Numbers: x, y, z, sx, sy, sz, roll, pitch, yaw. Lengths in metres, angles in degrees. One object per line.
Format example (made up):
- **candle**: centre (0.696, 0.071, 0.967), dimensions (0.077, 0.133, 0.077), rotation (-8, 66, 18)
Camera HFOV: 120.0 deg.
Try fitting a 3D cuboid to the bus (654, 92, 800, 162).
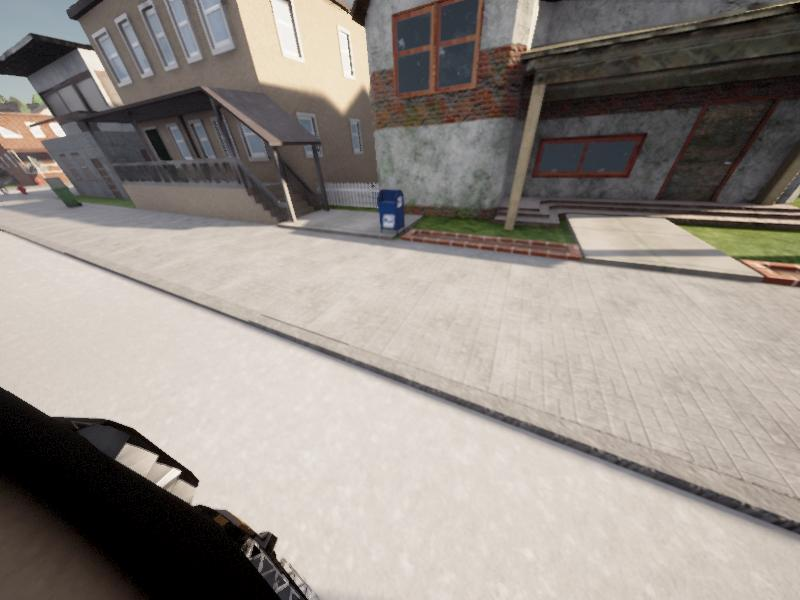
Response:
- **bus**: centre (30.052, -16.119, 22.132), dimensions (3.944, 4.253, 10.273), rotation (13, 36, 23)
